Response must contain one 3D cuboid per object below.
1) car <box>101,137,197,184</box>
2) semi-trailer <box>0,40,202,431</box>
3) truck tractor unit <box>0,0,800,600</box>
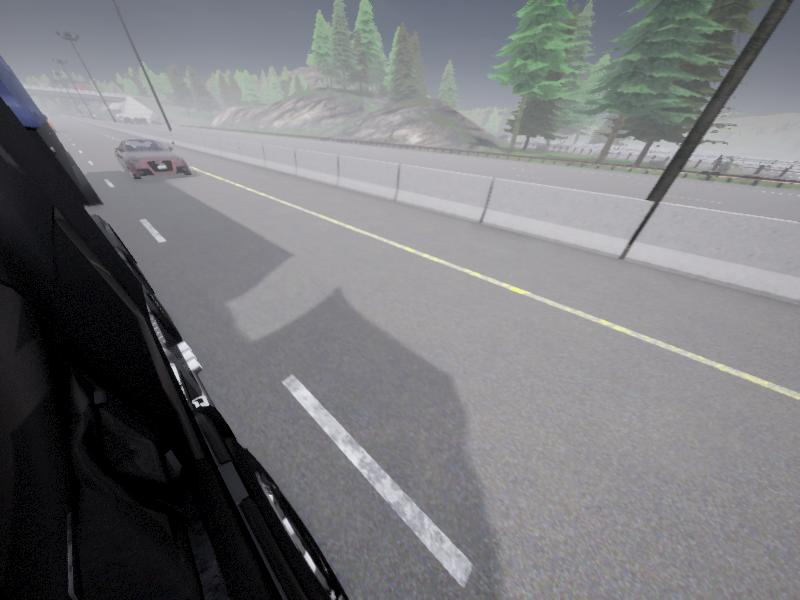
[{"bbox_3d":[-11.532,-6.541,10.614,4.181,1.385,1.994,28,43,30],"label":"car"},{"bbox_3d":[-8.709,-3.582,4.241,14.254,4.402,2.717,28,43,30],"label":"semi-trailer"},{"bbox_3d":[-2.645,-0.295,0.351,6.516,4.208,3.053,28,44,30],"label":"truck tractor unit"}]
